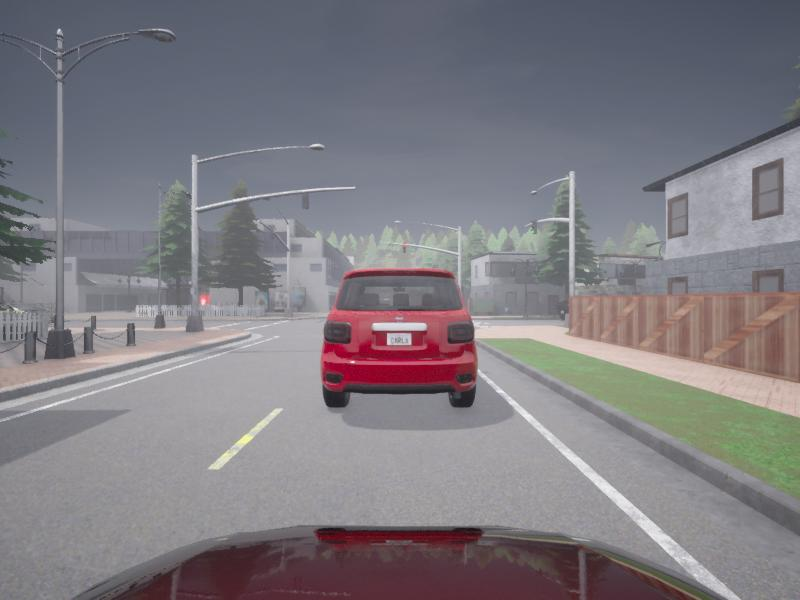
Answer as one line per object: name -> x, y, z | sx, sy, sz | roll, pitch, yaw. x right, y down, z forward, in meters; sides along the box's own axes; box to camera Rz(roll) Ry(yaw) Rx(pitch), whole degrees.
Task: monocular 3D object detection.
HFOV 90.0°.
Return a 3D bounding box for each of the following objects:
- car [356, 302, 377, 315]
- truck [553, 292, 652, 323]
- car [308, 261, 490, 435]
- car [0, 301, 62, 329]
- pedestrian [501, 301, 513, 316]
car -> -3.565, 0.907, 43.454 | 1.994, 1.385, 4.181 | 0, 0, 0
truck -> 14.789, 0.523, 29.358 | 6.274, 2.098, 2.390 | 0, 0, -9
car -> -0.013, 0.568, 7.496 | 2.150, 2.045, 5.566 | 0, 0, 0
car -> -22.980, 0.843, 23.462 | 4.514, 1.525, 2.007 | 0, 0, -2
pedestrian -> 9.546, 0.746, 35.645 | 0.751, 1.300, 0.751 | 0, 0, -32
